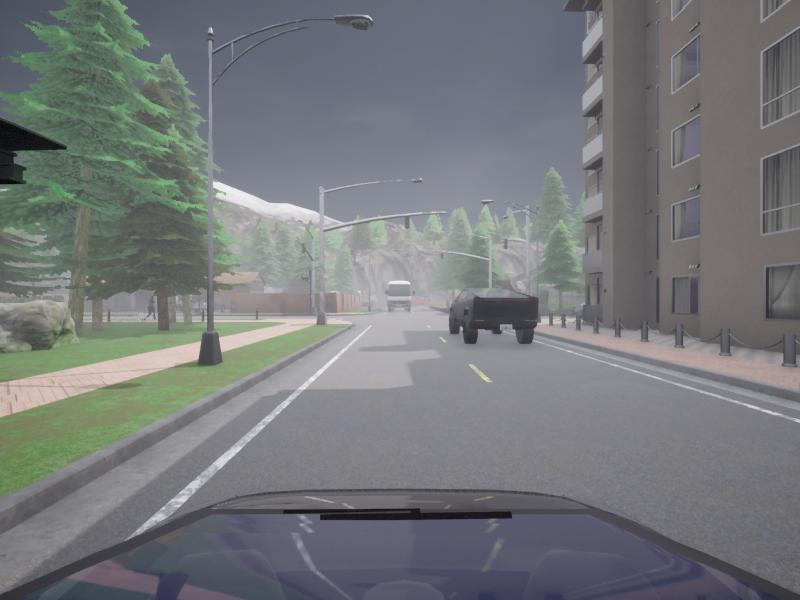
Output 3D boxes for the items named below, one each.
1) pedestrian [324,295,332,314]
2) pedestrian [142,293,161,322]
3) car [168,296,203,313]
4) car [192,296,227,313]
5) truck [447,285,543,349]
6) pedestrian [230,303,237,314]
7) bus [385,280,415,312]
[{"bbox_3d":[-7.351,0.474,40.688,0.751,1.860,0.751,0,0,-13],"label":"pedestrian"},{"bbox_3d":[-16.262,0.471,26.187,0.751,1.860,0.751,0,0,0],"label":"pedestrian"},{"bbox_3d":[-24.091,0.505,45.073,1.905,1.878,3.866,0,0,-1],"label":"car"},{"bbox_3d":[-21.587,0.503,45.523,1.932,1.855,4.605,0,0,-1],"label":"car"},{"bbox_3d":[3.475,0.542,16.195,2.390,2.098,6.274,0,0,0],"label":"truck"},{"bbox_3d":[-17.268,0.856,41.433,0.500,1.100,0.500,0,0,-2],"label":"pedestrian"},{"bbox_3d":[0.035,-0.534,57.845,3.944,4.253,10.273,0,0,0],"label":"bus"}]
